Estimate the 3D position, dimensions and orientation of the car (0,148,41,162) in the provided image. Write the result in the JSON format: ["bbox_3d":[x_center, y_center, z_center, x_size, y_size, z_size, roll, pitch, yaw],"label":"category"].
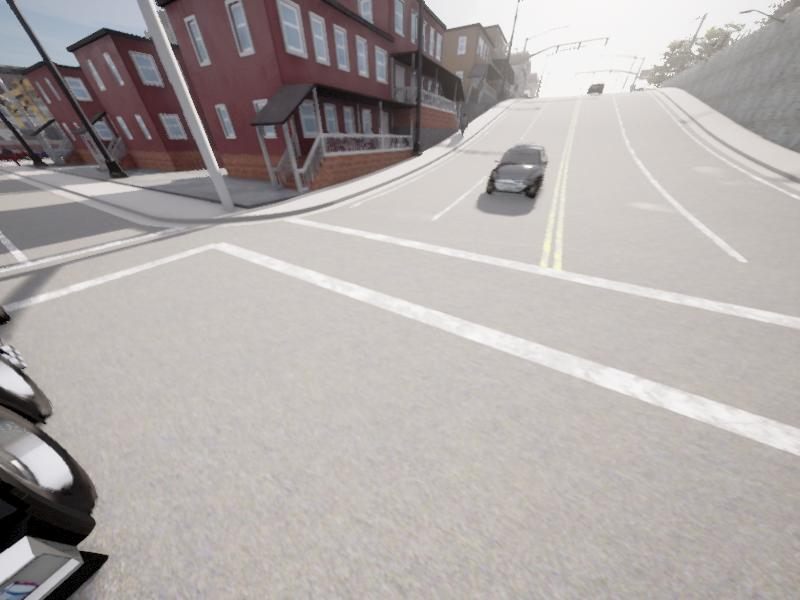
[{"bbox_3d":[-55.345,-20.333,32.452,1.882,1.535,5.008,15,38,21],"label":"car"}]

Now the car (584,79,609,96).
[{"bbox_3d":[28.885,-31.284,34.114,2.128,1.511,4.902,18,43,25],"label":"car"}]

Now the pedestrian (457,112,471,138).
[{"bbox_3d":[5.794,-15.872,20.996,0.751,1.860,0.751,17,38,23],"label":"pedestrian"}]

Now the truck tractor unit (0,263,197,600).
[{"bbox_3d":[-5.115,-0.295,0.781,6.516,4.208,3.053,18,39,24],"label":"truck tractor unit"}]

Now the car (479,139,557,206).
[{"bbox_3d":[5.296,-5.820,10.138,2.033,1.649,4.856,18,44,24],"label":"car"}]

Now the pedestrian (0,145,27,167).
[{"bbox_3d":[-39.395,-14.596,23.451,0.751,1.860,0.751,22,40,28],"label":"pedestrian"}]
